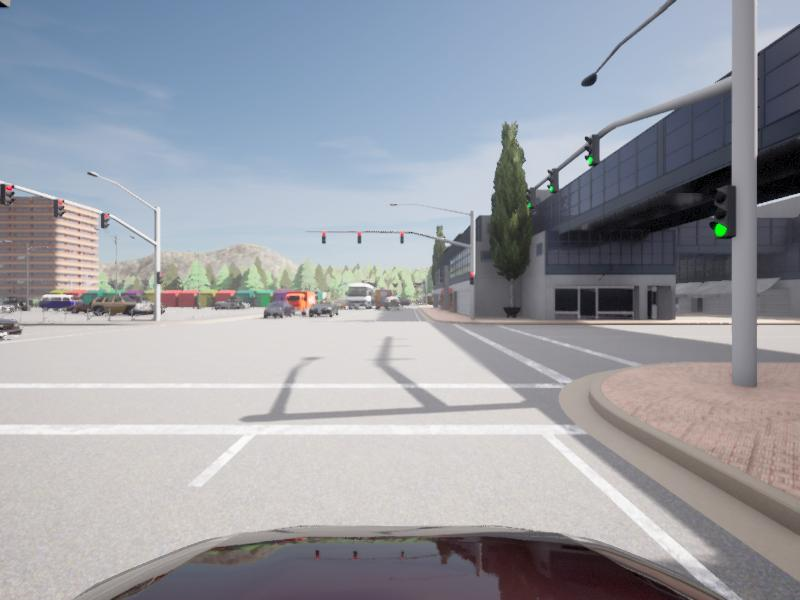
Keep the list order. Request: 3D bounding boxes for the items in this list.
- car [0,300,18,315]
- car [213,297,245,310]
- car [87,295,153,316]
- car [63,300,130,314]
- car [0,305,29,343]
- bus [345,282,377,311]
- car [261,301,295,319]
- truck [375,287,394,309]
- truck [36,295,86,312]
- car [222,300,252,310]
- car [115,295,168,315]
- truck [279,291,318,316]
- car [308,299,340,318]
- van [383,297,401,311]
[{"bbox_3d":[-42.354,0.735,41.382,3.806,1.475,1.970,0,0,0],"label":"car"},{"bbox_3d":[-24.907,0.494,58.282,3.866,1.878,1.905,0,0,0],"label":"car"},{"bbox_3d":[-24.947,0.493,35.764,4.605,1.855,1.932,0,0,0],"label":"car"},{"bbox_3d":[-31.328,0.729,41.381,5.357,1.415,2.033,0,0,0],"label":"car"},{"bbox_3d":[-17.544,0.893,14.930,5.357,1.411,2.033,0,0,-3],"label":"car"},{"bbox_3d":[-6.256,-0.539,65.598,3.944,4.253,10.273,0,0,2],"label":"bus"},{"bbox_3d":[-10.616,0.823,34.976,1.845,1.501,3.633,0,0,1],"label":"car"},{"bbox_3d":[-2.675,-0.331,72.908,2.891,3.827,8.468,0,0,2],"label":"truck"},{"bbox_3d":[-42.378,0.398,50.062,4.478,2.038,2.069,0,0,0],"label":"truck"},{"bbox_3d":[-24.893,0.733,61.177,3.806,1.475,1.970,0,0,0],"label":"car"},{"bbox_3d":[-24.890,0.496,38.658,3.866,1.878,1.905,0,0,0],"label":"car"},{"bbox_3d":[-10.505,0.361,41.780,2.627,2.467,5.204,0,-1,1],"label":"truck"},{"bbox_3d":[-7.093,0.777,37.843,2.152,1.651,5.027,0,0,0],"label":"car"},{"bbox_3d":[-1.292,0.570,61.361,2.069,2.038,4.480,0,1,-11],"label":"van"}]
